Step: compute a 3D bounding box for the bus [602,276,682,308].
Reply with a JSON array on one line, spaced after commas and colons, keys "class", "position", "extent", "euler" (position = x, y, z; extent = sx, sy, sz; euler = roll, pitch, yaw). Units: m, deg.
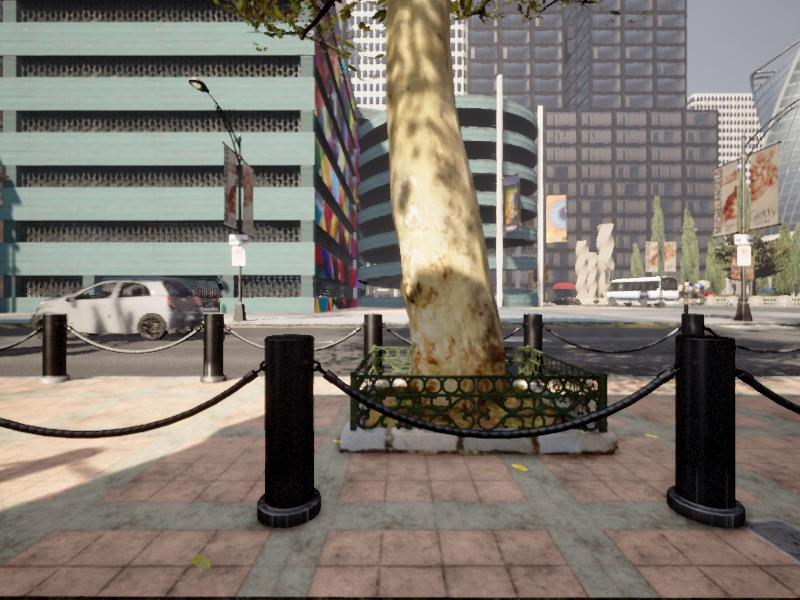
[{"class": "bus", "position": [35.009, -1.134, 58.641], "extent": [3.944, 4.253, 10.273], "euler": [0, 1, -14]}]

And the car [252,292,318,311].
[{"class": "car", "position": [-9.593, 0.119, 33.684], "extent": [4.902, 1.511, 2.128], "euler": [0, 0, 0]}]

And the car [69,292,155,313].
[{"class": "car", "position": [-21.193, 0.160, 29.591], "extent": [4.786, 1.482, 2.161], "euler": [0, 0, 0]}]

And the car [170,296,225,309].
[{"class": "car", "position": [-20.752, 0.210, 41.191], "extent": [4.718, 1.301, 1.895], "euler": [0, 0, 0]}]

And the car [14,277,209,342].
[{"class": "car", "position": [-7.157, 0.229, 10.229], "extent": [3.633, 1.501, 1.845], "euler": [0, 0, 0]}]
